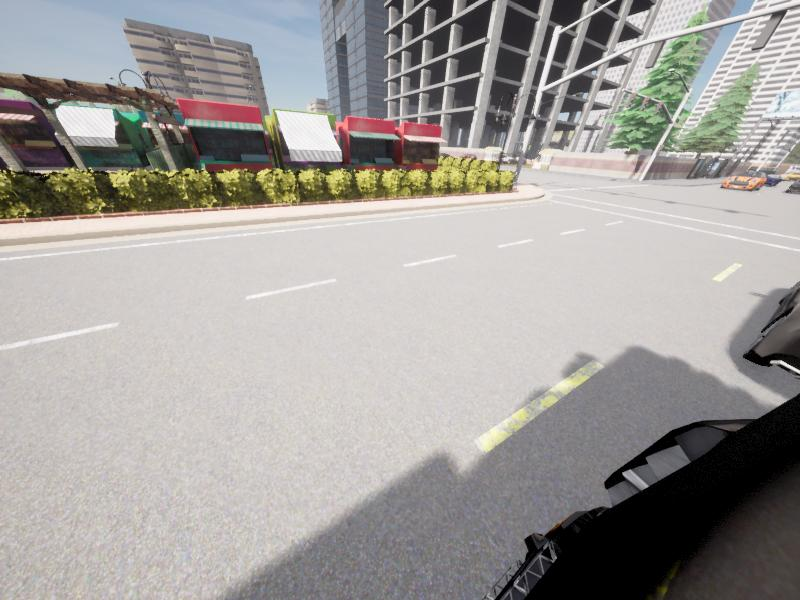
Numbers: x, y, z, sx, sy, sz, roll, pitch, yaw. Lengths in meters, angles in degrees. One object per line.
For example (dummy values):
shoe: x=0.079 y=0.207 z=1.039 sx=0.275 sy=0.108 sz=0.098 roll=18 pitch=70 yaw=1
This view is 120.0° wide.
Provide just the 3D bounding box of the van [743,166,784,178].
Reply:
van: x=82.490 y=-29.153 z=52.469 sx=1.775 sy=1.987 sz=4.442 roll=-15 pitch=38 yaw=-25

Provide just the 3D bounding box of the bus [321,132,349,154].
bus: x=-17.365 y=-41.321 z=60.899 sx=3.944 sy=4.253 sz=10.273 roll=-16 pitch=38 yaw=-26

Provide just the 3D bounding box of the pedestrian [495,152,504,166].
pedestrian: x=16.730 y=-23.661 z=38.792 sx=0.751 sy=1.860 sz=0.751 roll=-24 pitch=42 yaw=-34

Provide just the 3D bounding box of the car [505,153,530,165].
car: x=23.684 y=-28.531 z=46.717 sx=1.905 sy=1.878 sz=3.866 roll=-15 pitch=38 yaw=-25

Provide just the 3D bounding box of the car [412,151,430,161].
car: x=4.331 y=-29.867 z=47.776 sx=1.789 sy=1.549 sz=3.705 roll=-16 pitch=38 yaw=-26

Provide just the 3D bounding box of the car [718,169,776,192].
car: x=35.162 y=-12.201 z=23.435 sx=4.553 sy=1.767 sz=2.097 roll=-15 pitch=38 yaw=-25

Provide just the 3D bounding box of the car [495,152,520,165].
car: x=21.122 y=-27.826 z=45.457 sx=1.905 sy=1.878 sz=3.866 roll=-15 pitch=38 yaw=-25

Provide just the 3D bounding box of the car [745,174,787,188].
car: x=45.297 y=-14.773 z=28.547 sx=4.718 sy=1.301 sz=1.895 roll=-15 pitch=38 yaw=-25

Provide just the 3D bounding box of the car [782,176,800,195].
car: x=39.909 y=-11.159 z=22.505 sx=4.892 sy=1.490 sz=1.837 roll=-15 pitch=38 yaw=-25

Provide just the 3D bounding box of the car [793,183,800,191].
car: x=46.193 y=-12.882 z=25.588 sx=4.892 sy=1.490 sz=1.837 roll=-15 pitch=38 yaw=-25

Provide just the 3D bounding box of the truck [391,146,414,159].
truck: x=0.512 y=-33.955 z=53.145 sx=2.390 sy=2.098 sz=6.274 roll=-16 pitch=38 yaw=-26

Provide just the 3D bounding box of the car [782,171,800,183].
car: x=68.879 y=-21.333 z=40.040 sx=5.008 sy=1.535 sz=1.882 roll=-15 pitch=38 yaw=-25

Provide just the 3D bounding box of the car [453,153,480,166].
car: x=10.931 y=-23.238 z=38.252 sx=1.851 sy=1.617 sz=3.988 roll=-16 pitch=38 yaw=-26

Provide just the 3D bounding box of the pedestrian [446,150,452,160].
pedestrian: x=10.336 y=-30.466 z=48.550 sx=0.751 sy=1.860 sz=0.751 roll=-15 pitch=38 yaw=-25

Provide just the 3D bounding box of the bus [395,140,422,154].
bus: x=3.537 y=-61.990 z=93.758 sx=10.273 sy=4.253 sz=3.944 roll=-15 pitch=38 yaw=-25

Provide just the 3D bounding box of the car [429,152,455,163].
car: x=7.666 y=-26.492 z=42.964 sx=1.882 sy=1.535 sz=5.008 roll=-16 pitch=38 yaw=-26

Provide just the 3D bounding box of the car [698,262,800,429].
car: x=6.350 y=0.246 z=2.706 sx=4.902 sy=1.511 sz=2.128 roll=-15 pitch=38 yaw=-25

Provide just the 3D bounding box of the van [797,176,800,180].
van: x=86.419 y=-25.331 z=46.478 sx=1.988 sy=2.561 sz=5.915 roll=-15 pitch=38 yaw=-25
